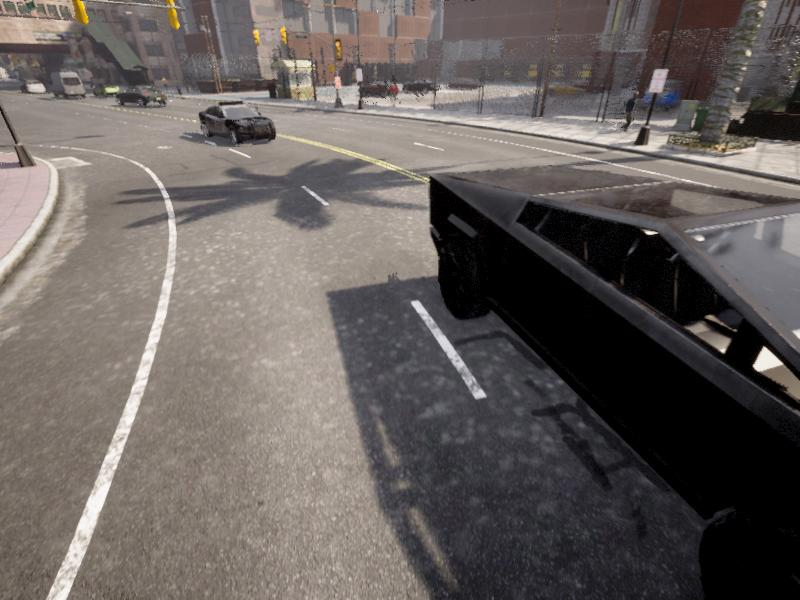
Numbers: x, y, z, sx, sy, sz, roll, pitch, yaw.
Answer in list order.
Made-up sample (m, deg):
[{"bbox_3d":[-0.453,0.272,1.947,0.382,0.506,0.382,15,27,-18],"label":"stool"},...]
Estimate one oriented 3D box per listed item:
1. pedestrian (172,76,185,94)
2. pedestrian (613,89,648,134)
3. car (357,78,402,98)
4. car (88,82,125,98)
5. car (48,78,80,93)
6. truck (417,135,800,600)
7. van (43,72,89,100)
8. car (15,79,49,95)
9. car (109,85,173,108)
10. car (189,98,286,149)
[{"bbox_3d":[-27.252,-26.443,49.210,0.751,1.860,0.751,19,35,29],"label":"pedestrian"},{"bbox_3d":[10.958,-8.987,19.078,0.751,1.860,0.751,-21,36,-31],"label":"pedestrian"},{"bbox_3d":[-2.273,-23.454,44.128,4.553,1.767,2.185,23,37,34],"label":"car"},{"bbox_3d":[-34.683,-24.810,47.224,4.514,1.525,2.007,23,38,34],"label":"car"},{"bbox_3d":[-47.805,-30.508,56.881,4.856,1.649,2.033,23,38,34],"label":"car"},{"bbox_3d":[2.404,0.029,3.852,2.390,2.098,6.274,-10,32,-16],"label":"truck"},{"bbox_3d":[-37.911,-24.348,45.361,5.915,2.561,1.988,23,38,34],"label":"van"},{"bbox_3d":[-50.583,-29.324,54.990,4.611,1.667,2.242,23,38,34],"label":"car"},{"bbox_3d":[-23.020,-18.111,35.523,5.027,1.651,2.152,15,34,25],"label":"car"},{"bbox_3d":[-7.727,-8.446,18.868,1.930,1.638,5.238,-27,39,-37],"label":"car"}]
